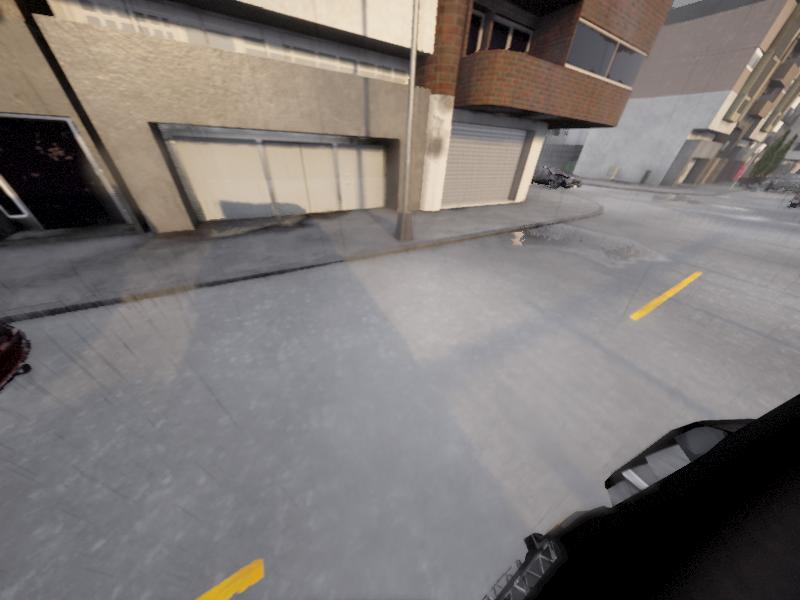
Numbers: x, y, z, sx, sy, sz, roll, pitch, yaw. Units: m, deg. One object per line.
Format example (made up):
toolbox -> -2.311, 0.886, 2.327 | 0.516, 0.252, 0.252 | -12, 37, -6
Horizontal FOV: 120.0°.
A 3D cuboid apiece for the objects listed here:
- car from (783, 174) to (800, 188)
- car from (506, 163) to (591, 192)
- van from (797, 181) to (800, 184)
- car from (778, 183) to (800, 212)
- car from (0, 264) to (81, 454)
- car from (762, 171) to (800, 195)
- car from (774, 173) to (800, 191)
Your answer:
car -> 51.175, -15.091, 29.311 | 3.806, 1.475, 1.970 | -16, 38, -26
car -> 11.414, -9.784, 18.309 | 2.033, 1.411, 5.357 | -13, 37, -23
van -> 64.751, -19.172, 36.047 | 4.442, 1.987, 1.775 | -16, 38, -26
car -> 26.372, -6.020, 13.597 | 5.027, 1.651, 2.152 | -4, 34, -10
car -> -5.179, 0.994, 0.817 | 4.181, 1.385, 1.994 | -16, 38, -26
car -> 39.058, -11.767, 23.079 | 4.553, 1.767, 2.097 | -16, 38, -26
car -> 45.205, -13.433, 26.257 | 5.366, 1.575, 1.801 | -16, 38, -26
